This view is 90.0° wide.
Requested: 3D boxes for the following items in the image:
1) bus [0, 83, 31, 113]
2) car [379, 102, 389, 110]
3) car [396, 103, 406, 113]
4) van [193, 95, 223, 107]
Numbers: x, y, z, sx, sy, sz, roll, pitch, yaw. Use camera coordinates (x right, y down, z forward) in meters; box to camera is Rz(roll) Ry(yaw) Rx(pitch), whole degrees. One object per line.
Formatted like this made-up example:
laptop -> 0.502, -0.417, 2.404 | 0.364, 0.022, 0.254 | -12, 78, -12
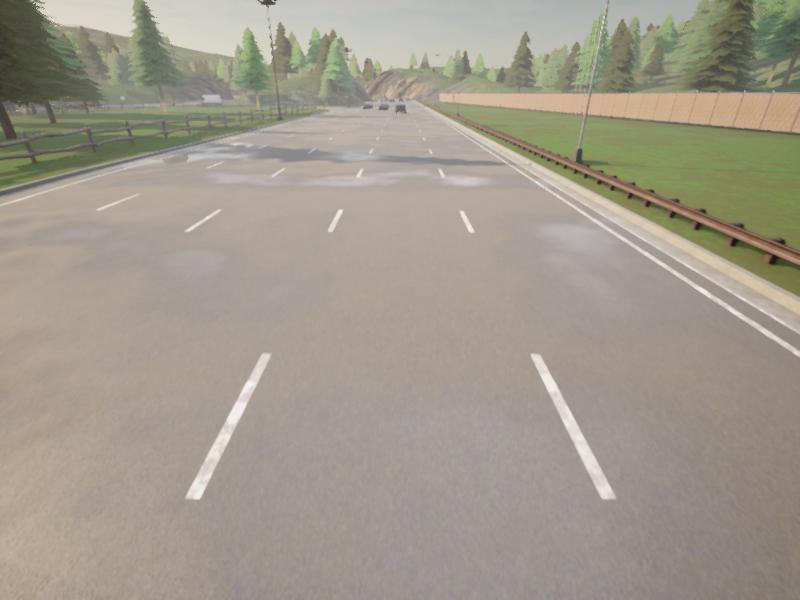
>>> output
bus -> -64.202, -31.305, 61.976 | 3.944, 4.253, 10.273 | 0, 27, 0
car -> -3.333, -40.549, 83.708 | 1.994, 1.385, 4.181 | 0, 27, 0
car -> 0.146, -34.828, 72.525 | 1.837, 1.490, 4.892 | 0, 27, 0
van -> -45.702, -47.433, 95.296 | 5.915, 2.561, 1.988 | -8, 28, -15
